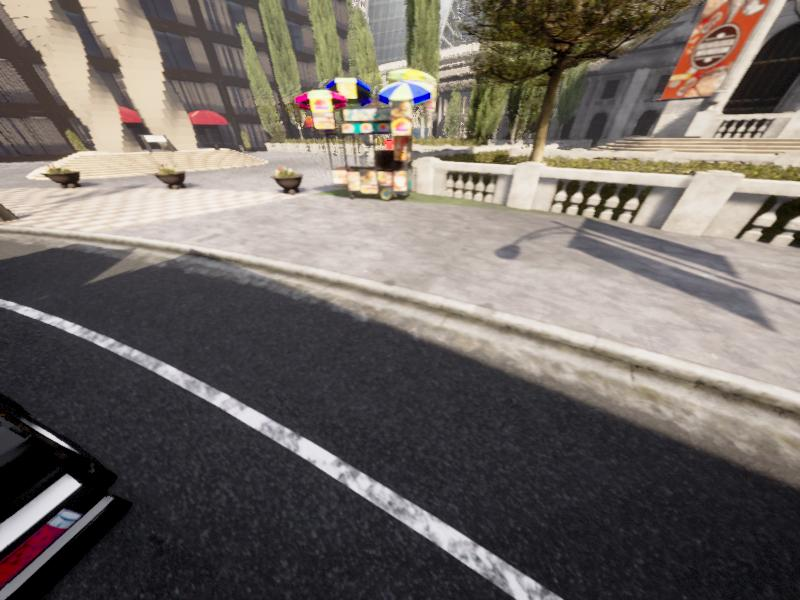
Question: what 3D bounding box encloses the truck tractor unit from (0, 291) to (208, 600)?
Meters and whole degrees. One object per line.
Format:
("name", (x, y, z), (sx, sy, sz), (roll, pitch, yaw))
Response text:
("truck tractor unit", (-5.257, -0.121, 0.537), (6.516, 4.208, 3.053), (12, 37, 17))
